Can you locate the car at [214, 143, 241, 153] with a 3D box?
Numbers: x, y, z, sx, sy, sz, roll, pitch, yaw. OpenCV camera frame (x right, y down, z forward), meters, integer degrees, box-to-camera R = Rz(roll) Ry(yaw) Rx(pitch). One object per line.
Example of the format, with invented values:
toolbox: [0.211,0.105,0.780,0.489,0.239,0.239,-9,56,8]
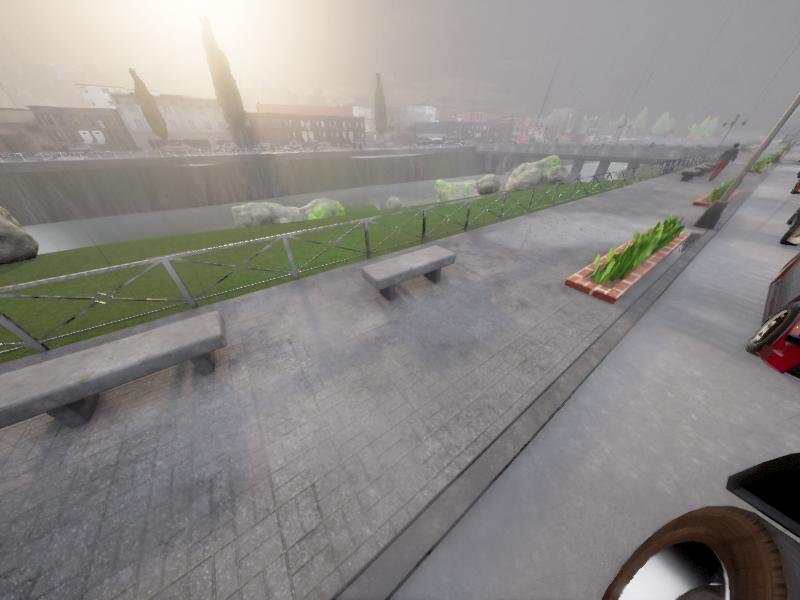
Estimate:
car: [-33.814,-29.875,45.268,3.806,1.475,1.970,-22,41,-28]

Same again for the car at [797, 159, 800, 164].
car: [41.477,-14.362,22.692,5.008,1.535,1.882,-22,41,-28]

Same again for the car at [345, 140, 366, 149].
car: [-11.156,-39.178,58.174,4.856,1.649,2.033,-22,41,-28]

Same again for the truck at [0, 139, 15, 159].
truck: [-59.381,-20.432,29.994,8.468,3.827,2.891,-22,41,-28]

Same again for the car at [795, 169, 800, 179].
car: [27.244,-8.543,14.582,4.193,1.474,1.816,-22,41,-28]

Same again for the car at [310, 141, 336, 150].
car: [-17.985,-36.393,54.272,5.238,1.638,1.930,-22,41,-28]

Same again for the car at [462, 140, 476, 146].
car: [21.932,-49.734,73.161,3.806,1.475,1.970,-22,41,-28]

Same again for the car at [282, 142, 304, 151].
car: [-23.611,-34.032,51.101,3.806,1.475,1.970,-22,41,-28]

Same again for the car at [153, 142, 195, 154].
car: [-40.385,-27.262,41.477,5.027,1.651,2.152,-22,41,-28]

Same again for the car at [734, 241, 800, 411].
car: [6.073,0.128,2.533,4.181,1.385,1.994,-22,40,-28]

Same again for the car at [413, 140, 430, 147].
car: [6.410,-46.286,68.244,5.008,1.535,1.882,-22,41,-28]

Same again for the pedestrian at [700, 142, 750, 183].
pedestrian: [17.682,-7.506,12.616,0.751,1.860,0.751,-23,41,-28]

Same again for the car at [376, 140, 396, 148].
car: [-3.678,-42.201,62.464,4.974,1.542,2.038,-22,41,-28]

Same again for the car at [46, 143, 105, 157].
car: [-50.139,-23.294,35.903,4.856,1.649,2.033,-22,41,-28]

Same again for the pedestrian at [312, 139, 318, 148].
pedestrian: [-21.748,-39.971,58.988,0.751,1.860,0.751,-23,41,-29]

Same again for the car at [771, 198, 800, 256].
car: [11.336,-2.092,5.485,4.514,1.525,2.007,-22,41,-28]

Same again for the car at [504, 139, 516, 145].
car: [39.553,-56.965,83.188,3.988,1.617,1.851,-22,41,-28]

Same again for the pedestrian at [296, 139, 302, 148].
pedestrian: [-24.525,-37.988,56.167,0.751,1.860,0.751,-18,39,-24]

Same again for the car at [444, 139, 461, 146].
car: [16.752,-50.540,74.124,5.238,1.638,1.930,-22,41,-28]

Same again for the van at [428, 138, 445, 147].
van: [10.623,-45.392,66.514,4.480,2.038,2.069,-22,41,-28]

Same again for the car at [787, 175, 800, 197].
car: [20.016,-5.624,10.442,4.514,1.525,2.007,-22,41,-28]

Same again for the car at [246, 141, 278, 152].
car: [-28.741,-32.012,48.125,5.238,1.638,1.930,-22,41,-28]

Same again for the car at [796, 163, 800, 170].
car: [33.772,-11.225,18.296,3.633,1.501,1.845,-22,41,-28]
